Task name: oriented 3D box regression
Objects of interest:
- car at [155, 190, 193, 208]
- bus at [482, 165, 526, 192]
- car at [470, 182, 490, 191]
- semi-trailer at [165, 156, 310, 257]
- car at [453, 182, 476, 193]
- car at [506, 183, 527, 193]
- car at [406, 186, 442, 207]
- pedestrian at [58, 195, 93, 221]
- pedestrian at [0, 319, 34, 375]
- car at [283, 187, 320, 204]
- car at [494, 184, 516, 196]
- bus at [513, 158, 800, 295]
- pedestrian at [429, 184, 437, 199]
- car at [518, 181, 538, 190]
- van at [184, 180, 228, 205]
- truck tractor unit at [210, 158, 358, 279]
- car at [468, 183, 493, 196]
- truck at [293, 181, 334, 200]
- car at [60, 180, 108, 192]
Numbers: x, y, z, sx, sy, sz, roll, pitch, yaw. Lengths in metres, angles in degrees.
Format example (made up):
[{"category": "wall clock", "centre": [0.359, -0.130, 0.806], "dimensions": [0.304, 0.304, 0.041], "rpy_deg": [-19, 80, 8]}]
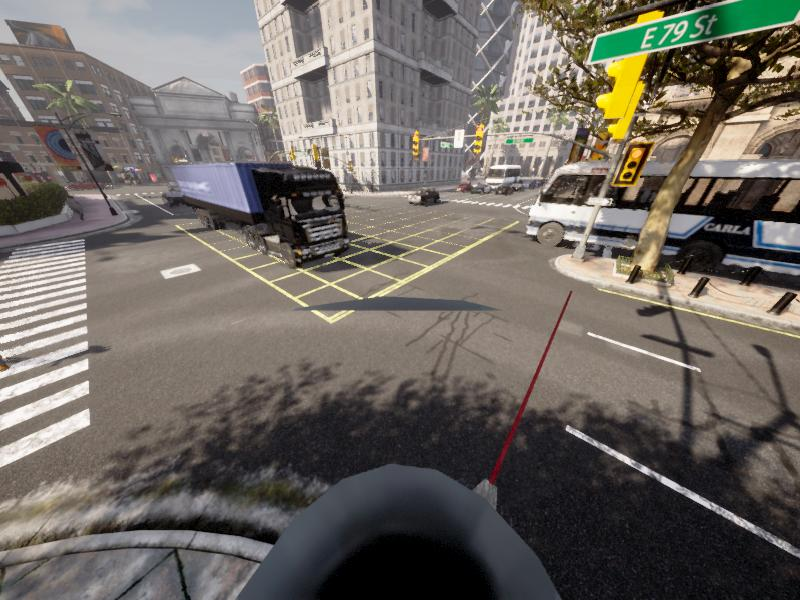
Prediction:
[{"category": "car", "centre": [-27.136, -12.180, 27.707], "dimensions": [5.357, 1.411, 2.033], "rpy_deg": [23, 37, 34]}, {"category": "bus", "centre": [20.279, -23.744, 44.881], "dimensions": [3.944, 4.253, 10.273], "rpy_deg": [23, 37, 34]}, {"category": "car", "centre": [16.026, -22.750, 46.115], "dimensions": [1.895, 1.301, 4.718], "rpy_deg": [23, 37, 34]}, {"category": "semi-trailer", "centre": [-11.621, -6.945, 15.617], "dimensions": [14.254, 4.402, 2.717], "rpy_deg": [23, 37, 34]}, {"category": "car", "centre": [11.636, -20.187, 41.527], "dimensions": [1.812, 1.442, 4.674], "rpy_deg": [23, 37, 34]}, {"category": "car", "centre": [21.378, -20.487, 42.194], "dimensions": [1.895, 1.301, 4.718], "rpy_deg": [23, 37, 34]}, {"category": "car", "centre": [2.950, -12.438, 27.680], "dimensions": [1.932, 1.855, 4.605], "rpy_deg": [23, 36, 34]}, {"category": "pedestrian", "centre": [-26.088, -7.415, 18.635], "dimensions": [0.751, 1.860, 0.751], "rpy_deg": [-16, 33, -25]}, {"category": "pedestrian", "centre": [-9.104, 0.738, 4.819], "dimensions": [0.751, 1.860, 0.751], "rpy_deg": [26, 39, 37]}, {"category": "car", "centre": [-13.048, -13.841, 30.397], "dimensions": [5.366, 1.575, 1.801], "rpy_deg": [23, 37, 34]}, {"category": "car", "centre": [17.189, -18.077, 37.842], "dimensions": [1.816, 1.474, 4.193], "rpy_deg": [23, 37, 34]}, {"category": "bus", "centre": [12.009, -4.344, 11.282], "dimensions": [10.273, 4.253, 3.944], "rpy_deg": [23, 37, 34]}, {"category": "pedestrian", "centre": [4.755, -15.619, 33.149], "dimensions": [0.751, 1.860, 0.751], "rpy_deg": [22, 37, 33]}, {"category": "car", "centre": [26.001, -23.250, 46.881], "dimensions": [2.033, 1.411, 5.357], "rpy_deg": [23, 37, 34]}, {"category": "van", "centre": [-25.231, -14.113, 30.022], "dimensions": [6.366, 2.431, 2.351], "rpy_deg": [23, 37, 34]}, {"category": "truck tractor unit", "centre": [-5.572, -4.308, 11.245], "dimensions": [6.516, 4.208, 3.053], "rpy_deg": [23, 37, 34]}, {"category": "car", "centre": [13.630, -18.693, 38.852], "dimensions": [2.038, 1.542, 4.974], "rpy_deg": [23, 37, 34]}, {"category": "truck", "centre": [-12.750, -16.229, 34.016], "dimensions": [6.274, 2.098, 2.390], "rpy_deg": [23, 37, 34]}, {"category": "car", "centre": [-60.953, -22.148, 44.745], "dimensions": [5.027, 1.651, 2.152], "rpy_deg": [-26, 39, -37]}]
